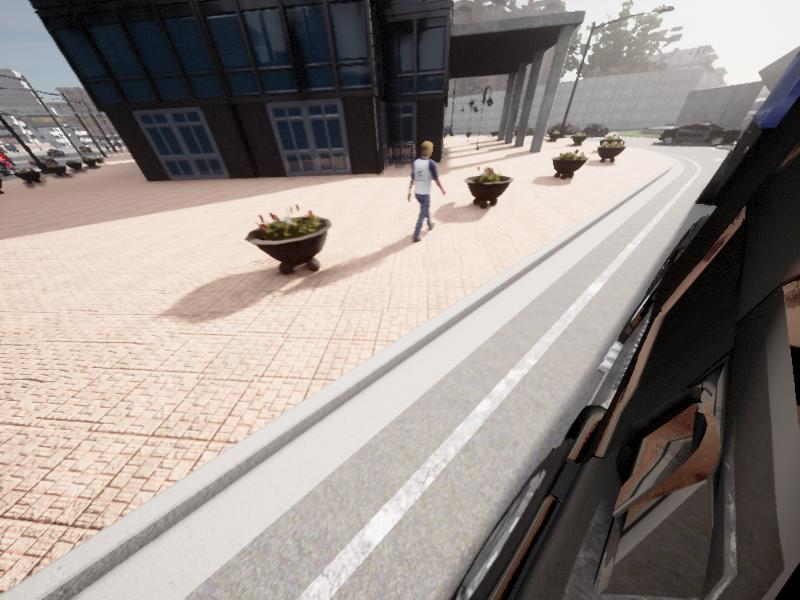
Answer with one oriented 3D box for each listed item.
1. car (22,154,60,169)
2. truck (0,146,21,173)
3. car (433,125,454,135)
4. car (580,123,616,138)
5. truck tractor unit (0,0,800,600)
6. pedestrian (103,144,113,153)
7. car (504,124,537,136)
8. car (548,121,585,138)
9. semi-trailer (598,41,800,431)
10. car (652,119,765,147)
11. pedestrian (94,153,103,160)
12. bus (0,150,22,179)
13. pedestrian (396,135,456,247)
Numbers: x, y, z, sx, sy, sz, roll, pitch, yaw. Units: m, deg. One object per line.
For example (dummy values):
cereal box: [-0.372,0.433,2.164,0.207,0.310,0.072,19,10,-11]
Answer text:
car: [-60.442,-23.391,39.020,2.152,1.651,5.027,-28,44,-30]
truck: [-58.539,-19.860,32.089,2.891,3.827,8.468,-28,44,-30]
car: [12.298,-48.353,65.736,2.150,2.045,5.566,-27,43,-29]
car: [27.498,-23.693,32.266,1.845,1.501,3.633,0,37,4]
truck tractor unit: [2.645,-0.295,0.351,6.516,4.208,3.053,-28,44,-30]
pedestrian: [-73.493,-38.205,58.148,0.751,1.860,0.751,30,47,36]
car: [23.219,-32.948,44.819,2.152,1.651,5.027,-23,41,-25]
car: [24.261,-25.064,34.013,1.932,1.855,4.605,-2,37,0]
semi-trailer: [8.688,-3.614,4.235,14.254,4.402,2.717,-28,44,-30]
car: [25.475,-14.088,19.474,1.930,1.638,5.238,-15,38,-16]
pedestrian: [-57.256,-27.248,43.859,0.500,1.100,0.500,-16,39,-17]
bus: [-45.187,-14.330,23.153,3.944,4.253,10.273,-28,43,-30]
pedestrian: [0.492,-2.160,4.657,0.751,1.860,0.751,29,47,35]
